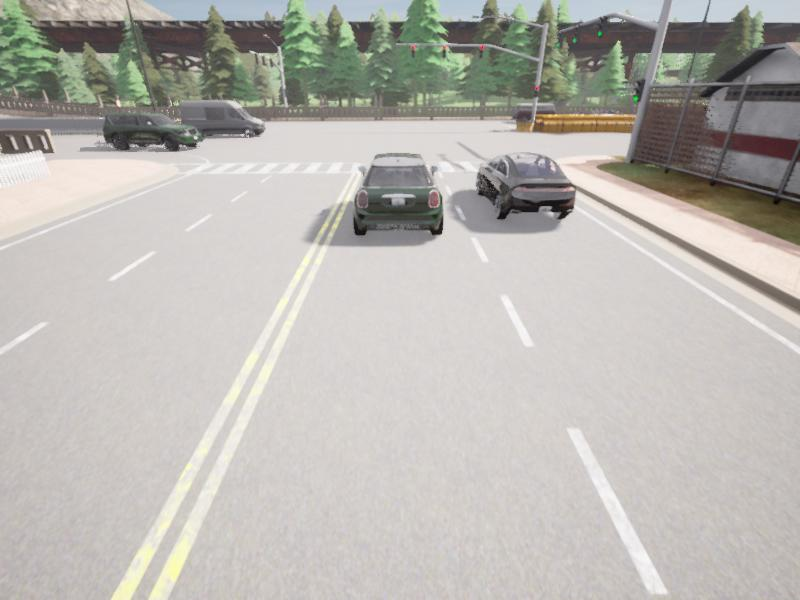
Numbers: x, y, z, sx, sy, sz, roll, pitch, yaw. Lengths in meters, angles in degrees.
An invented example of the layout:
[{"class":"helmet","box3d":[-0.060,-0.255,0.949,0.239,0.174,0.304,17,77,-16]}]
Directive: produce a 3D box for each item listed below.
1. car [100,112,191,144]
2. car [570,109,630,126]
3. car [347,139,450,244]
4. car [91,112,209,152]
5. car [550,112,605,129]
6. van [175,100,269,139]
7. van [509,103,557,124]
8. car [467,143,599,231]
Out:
[{"class":"car","box3d":[-17.400,-11.895,27.620,4.605,1.855,1.932,-1,27,-2]},{"class":"car","box3d":[20.583,-18.867,41.301,4.902,1.511,2.128,-1,27,-2]},{"class":"car","box3d":[-0.042,-3.090,10.587,2.097,1.767,4.553,0,27,0]},{"class":"car","box3d":[-14.872,-10.137,24.030,5.566,2.045,2.150,4,27,8]},{"class":"car","box3d":[16.847,-17.126,38.109,4.181,1.385,1.994,-1,27,-2]},{"class":"van","box3d":[-13.483,-13.864,30.696,5.915,2.561,1.988,-1,27,-2]},{"class":"van","box3d":[14.628,-20.575,44.123,4.442,1.987,1.775,-1,27,-2]},{"class":"car","box3d":[3.458,-3.481,11.633,2.128,1.511,4.902,0,27,0]}]
